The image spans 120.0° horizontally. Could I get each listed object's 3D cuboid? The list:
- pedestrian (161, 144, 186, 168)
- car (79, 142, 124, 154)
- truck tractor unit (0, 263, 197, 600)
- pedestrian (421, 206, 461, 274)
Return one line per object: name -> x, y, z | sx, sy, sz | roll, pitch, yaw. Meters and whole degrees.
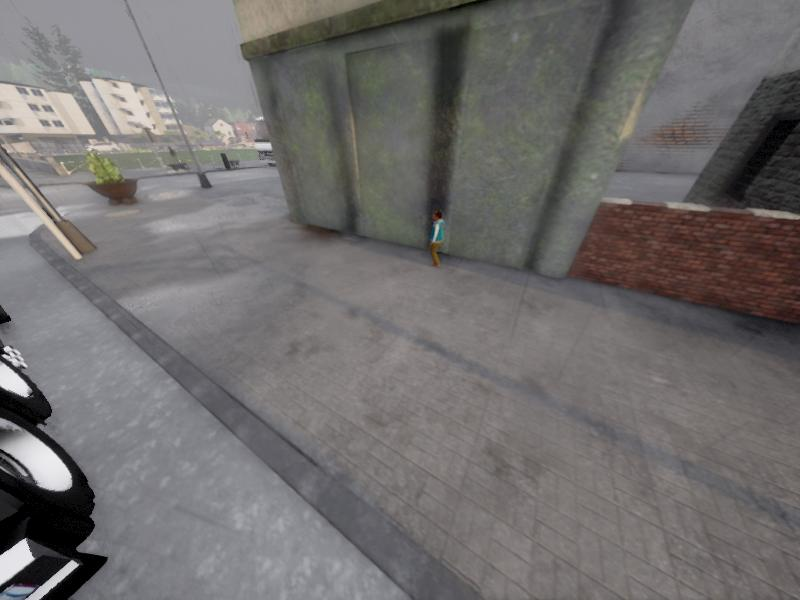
pedestrian -> -21.266, -13.522, 21.753 | 0.751, 1.860, 0.751 | 12, 37, 18
car -> -67.026, -34.313, 52.000 | 2.150, 2.045, 5.566 | 18, 39, 24
truck tractor unit -> -5.109, -0.303, 0.783 | 6.516, 4.208, 3.053 | 18, 39, 24
pedestrian -> 0.765, -1.161, 4.476 | 0.500, 1.100, 0.500 | 20, 40, 26
